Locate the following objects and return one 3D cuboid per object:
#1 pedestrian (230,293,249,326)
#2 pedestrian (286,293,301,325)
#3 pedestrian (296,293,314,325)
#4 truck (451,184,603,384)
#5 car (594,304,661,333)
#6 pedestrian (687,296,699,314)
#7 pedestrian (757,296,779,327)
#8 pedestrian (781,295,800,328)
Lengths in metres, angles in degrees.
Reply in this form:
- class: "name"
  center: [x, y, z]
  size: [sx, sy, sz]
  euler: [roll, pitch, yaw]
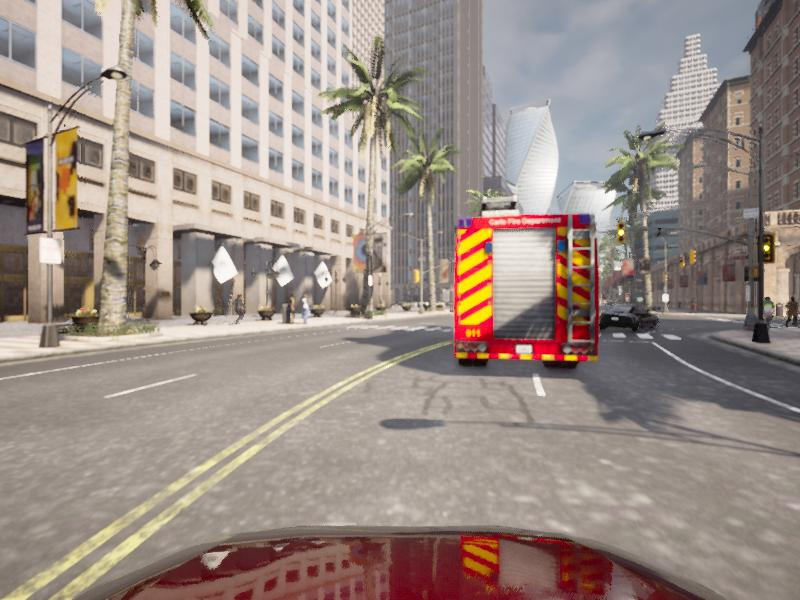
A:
- class: "pedestrian"
  center: [-9.175, 0.513, 22.868]
  size: [0.751, 1.860, 0.751]
  euler: [0, 0, 31]
- class: "pedestrian"
  center: [-6.332, 0.514, 23.736]
  size: [0.751, 1.860, 0.751]
  euler: [0, 0, -28]
- class: "pedestrian"
  center: [-5.668, 0.515, 23.918]
  size: [0.751, 1.860, 0.751]
  euler: [0, 0, 40]
- class: "truck"
  center: [3.209, -0.305, 12.079]
  size: [2.891, 3.827, 8.468]
  euler: [0, 0, 10]
- class: "car"
  center: [12.565, 0.937, 21.989]
  size: [4.181, 1.385, 1.994]
  euler: [0, 0, -43]
- class: "pedestrian"
  center: [32.039, 0.544, 43.786]
  size: [0.751, 1.860, 0.751]
  euler: [0, 0, -16]
- class: "pedestrian"
  center: [22.377, 0.671, 24.337]
  size: [0.751, 1.860, 0.751]
  euler: [0, 0, 24]
- class: "pedestrian"
  center: [22.757, 0.669, 23.173]
  size: [0.751, 1.860, 0.751]
  euler: [0, 0, 22]
